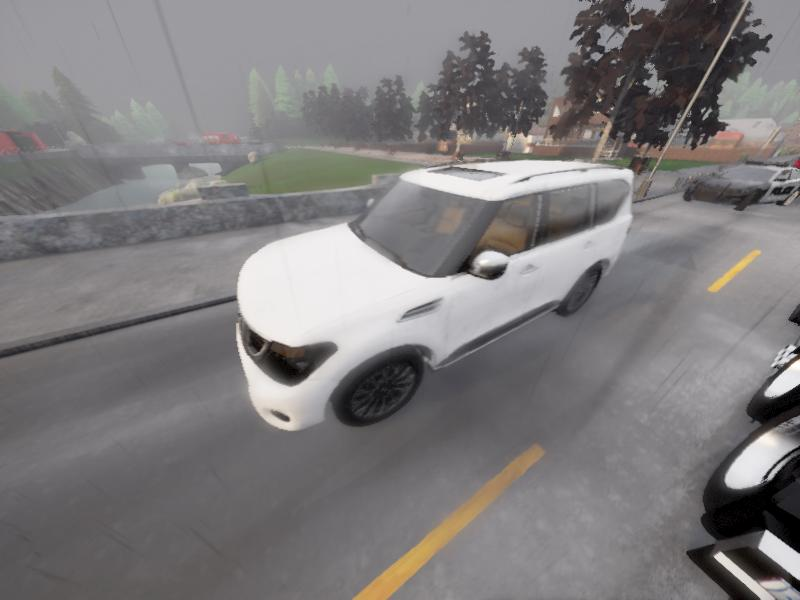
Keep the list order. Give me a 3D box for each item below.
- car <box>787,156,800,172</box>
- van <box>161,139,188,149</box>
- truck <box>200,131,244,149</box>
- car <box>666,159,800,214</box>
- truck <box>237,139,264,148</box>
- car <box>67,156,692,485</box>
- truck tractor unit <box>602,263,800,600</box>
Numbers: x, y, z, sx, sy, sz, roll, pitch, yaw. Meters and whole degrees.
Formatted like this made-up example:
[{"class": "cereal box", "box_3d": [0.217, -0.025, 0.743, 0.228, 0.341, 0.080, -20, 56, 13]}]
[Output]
[{"class": "car", "box_3d": [39.649, -13.289, 21.690, 5.566, 2.045, 2.150, -18, 39, -24]}, {"class": "van", "box_3d": [-58.842, -40.823, 60.422, 4.442, 1.987, 1.775, -18, 39, -24]}, {"class": "truck", "box_3d": [-47.194, -42.732, 61.659, 8.468, 3.827, 2.891, -18, 39, -24]}, {"class": "car", "box_3d": [14.716, -4.923, 9.788, 5.238, 1.638, 1.930, -10, 36, -14]}, {"class": "truck", "box_3d": [-43.748, -45.788, 67.599, 6.274, 2.098, 2.390, -18, 39, -24]}, {"class": "car", "box_3d": [0.859, -0.673, 3.196, 5.566, 2.045, 2.150, -18, 39, -25]}, {"class": "truck tractor unit", "box_3d": [5.113, -0.296, 0.790, 6.516, 4.208, 3.053, -18, 39, -24]}]
